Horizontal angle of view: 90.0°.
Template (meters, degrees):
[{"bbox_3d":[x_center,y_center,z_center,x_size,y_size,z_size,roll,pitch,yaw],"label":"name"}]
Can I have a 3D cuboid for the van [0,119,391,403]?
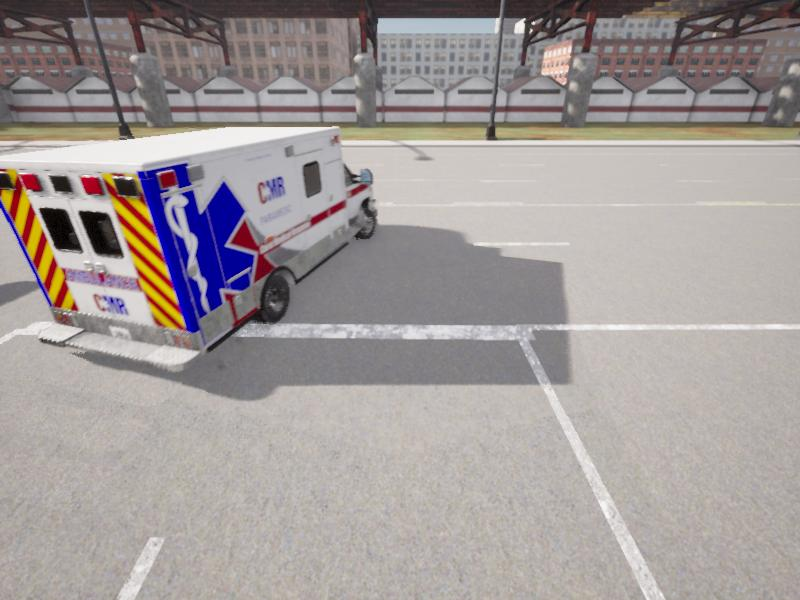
[{"bbox_3d":[-2.361,-1.522,6.776,2.351,2.431,6.366,7,29,17],"label":"van"}]
